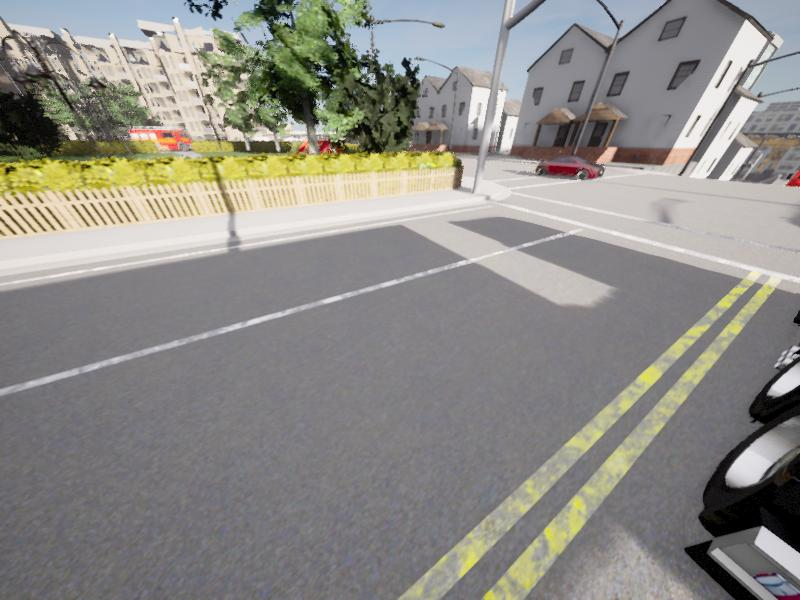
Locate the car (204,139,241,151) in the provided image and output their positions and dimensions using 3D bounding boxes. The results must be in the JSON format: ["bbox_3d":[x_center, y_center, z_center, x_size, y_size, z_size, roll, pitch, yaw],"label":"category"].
[{"bbox_3d":[-36.115,-31.765,47.317,5.566,2.045,2.150,-17,39,-23],"label":"car"}]

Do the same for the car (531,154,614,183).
[{"bbox_3d":[12.158,-9.554,16.602,1.994,1.385,4.181,-25,42,-32],"label":"car"}]

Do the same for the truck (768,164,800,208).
[{"bbox_3d":[35.091,-9.656,19.972,5.204,2.467,2.627,-5,32,-32],"label":"truck"}]

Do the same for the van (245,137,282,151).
[{"bbox_3d":[-29.484,-33.958,50.192,6.366,2.431,2.351,-17,39,-23],"label":"van"}]

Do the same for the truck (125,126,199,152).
[{"bbox_3d":[-44.042,-30.105,43.305,8.468,3.827,2.891,-16,38,-23],"label":"truck"}]

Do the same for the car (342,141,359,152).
[{"bbox_3d":[-10.263,-31.924,47.960,1.932,1.855,4.605,-17,38,-23],"label":"car"}]

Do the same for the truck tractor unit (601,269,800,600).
[{"bbox_3d":[5.119,-0.292,0.770,6.516,4.208,3.053,-18,39,-24],"label":"truck tractor unit"}]
